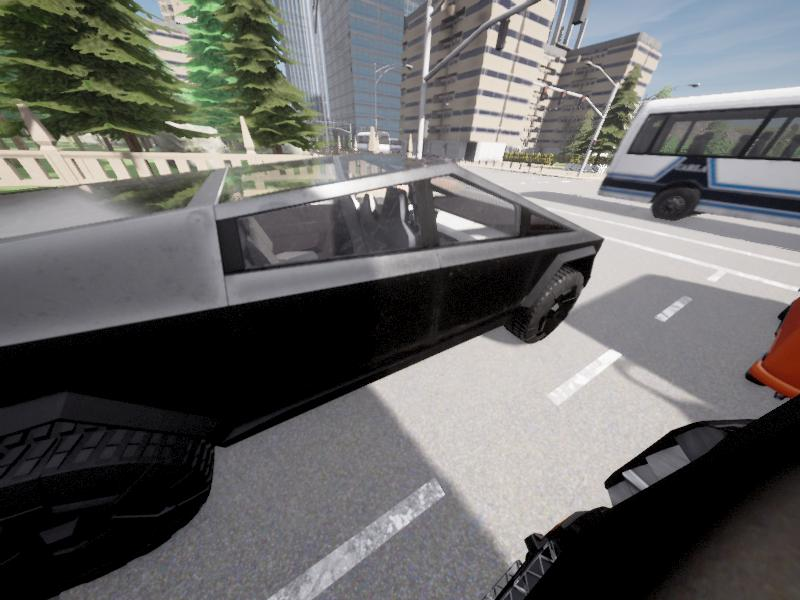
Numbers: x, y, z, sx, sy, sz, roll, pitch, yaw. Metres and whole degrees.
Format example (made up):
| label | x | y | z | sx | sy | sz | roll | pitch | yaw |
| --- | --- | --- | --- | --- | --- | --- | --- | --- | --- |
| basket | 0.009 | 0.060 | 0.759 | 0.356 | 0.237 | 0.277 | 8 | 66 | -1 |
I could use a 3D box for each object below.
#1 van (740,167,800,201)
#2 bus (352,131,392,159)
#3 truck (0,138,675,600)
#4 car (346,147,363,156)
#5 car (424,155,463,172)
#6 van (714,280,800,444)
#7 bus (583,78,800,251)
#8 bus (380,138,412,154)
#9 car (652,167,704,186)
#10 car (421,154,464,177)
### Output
| label | x | y | z | sx | sy | sz | roll | pitch | yaw |
| --- | --- | --- | --- | --- | --- | --- | --- | --- | --- |
| van | 28.983 | -8.892 | 17.631 | 4.442 | 1.987 | 1.775 | -12 | 37 | -21 |
| bus | -5.887 | -31.707 | 47.292 | 3.944 | 4.253 | 10.273 | -16 | 38 | -26 |
| truck | -0.487 | -0.315 | 2.465 | 6.274 | 2.098 | 2.390 | -16 | 38 | -26 |
| car | -10.950 | -35.689 | 55.376 | 2.128 | 1.511 | 4.902 | -16 | 38 | -26 |
| car | 4.909 | -15.986 | 27.003 | 1.812 | 1.442 | 4.674 | -16 | 38 | -26 |
| van | 5.895 | 0.148 | 2.342 | 4.442 | 1.987 | 1.775 | -16 | 38 | -26 |
| bus | 13.602 | -4.401 | 7.699 | 3.944 | 4.253 | 10.273 | -15 | 38 | -25 |
| bus | -1.498 | -53.564 | 80.350 | 10.273 | 4.253 | 3.944 | -16 | 38 | -26 |
| car | 29.416 | -13.158 | 24.489 | 4.514 | 1.525 | 2.007 | -15 | 37 | -24 |
| car | 3.984 | -13.030 | 22.344 | 1.851 | 1.617 | 3.988 | -15 | 37 | -24 |
